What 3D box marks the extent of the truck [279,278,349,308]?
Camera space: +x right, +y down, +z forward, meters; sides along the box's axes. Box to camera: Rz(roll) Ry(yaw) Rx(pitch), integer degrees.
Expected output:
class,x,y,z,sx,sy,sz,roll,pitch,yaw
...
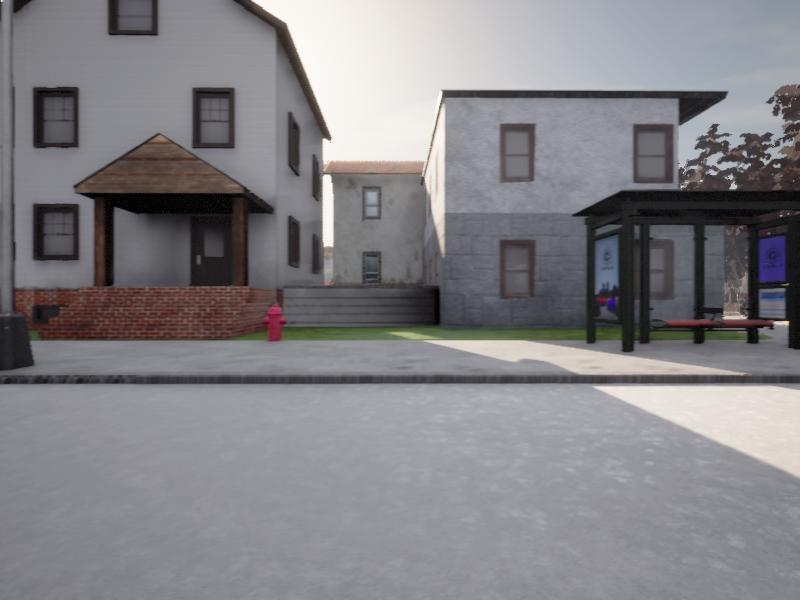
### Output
class,x,y,z,sx,sy,sz,roll,pitch,yaw
truck,-10.994,-0.918,51.966,8.468,3.827,2.891,0,0,-1

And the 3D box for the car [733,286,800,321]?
class,x,y,z,sx,sy,sz,roll,pitch,yaw
car,19.642,0.178,19.845,2.033,1.649,4.856,0,0,-3

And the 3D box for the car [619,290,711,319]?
class,x,y,z,sx,sy,sz,roll,pitch,yaw
car,15.347,0.236,23.601,2.128,1.511,4.902,0,0,-1

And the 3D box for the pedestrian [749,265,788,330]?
class,x,y,z,sx,sy,sz,roll,pitch,yaw
pedestrian,10.972,-0.075,11.946,0.751,1.860,0.751,0,0,33
